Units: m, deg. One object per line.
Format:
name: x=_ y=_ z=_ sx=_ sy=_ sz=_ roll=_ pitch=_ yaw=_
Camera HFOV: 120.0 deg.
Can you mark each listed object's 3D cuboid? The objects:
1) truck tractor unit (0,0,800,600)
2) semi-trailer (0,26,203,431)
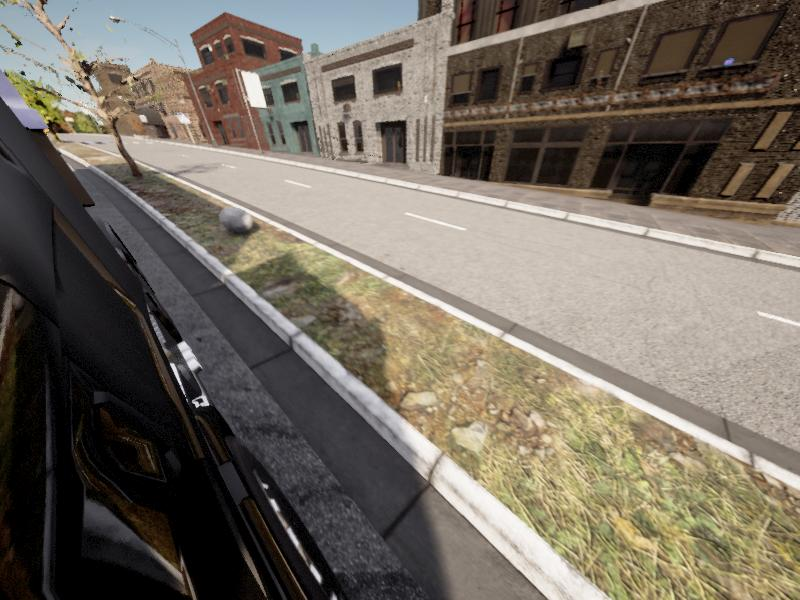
truck tractor unit: x=-2.645 y=-0.295 z=0.352 sx=6.516 sy=4.208 sz=3.053 roll=28 pitch=44 yaw=30
semi-trailer: x=-8.799 y=-3.516 z=4.154 sx=14.254 sy=4.402 sz=2.717 roll=27 pitch=42 yaw=29
